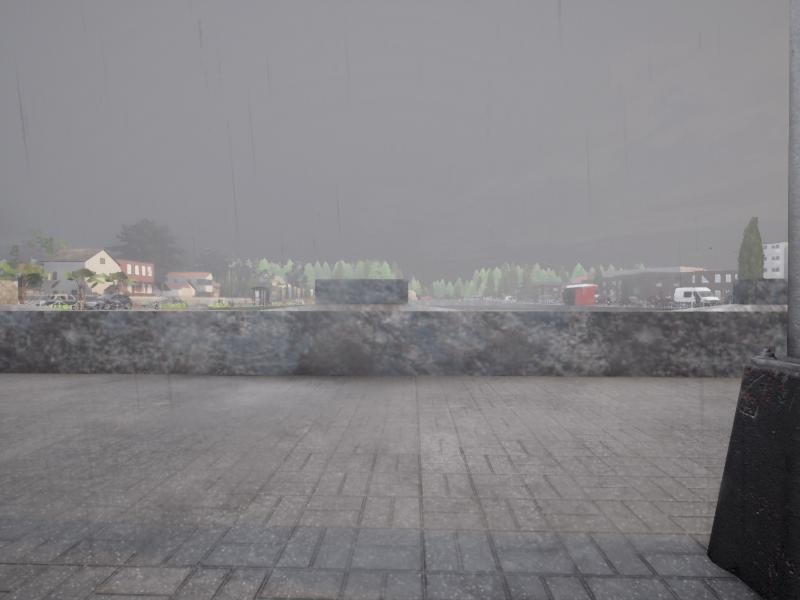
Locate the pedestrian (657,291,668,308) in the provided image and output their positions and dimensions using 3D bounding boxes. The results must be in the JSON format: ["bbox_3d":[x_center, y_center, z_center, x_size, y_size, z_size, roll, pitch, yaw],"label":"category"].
[{"bbox_3d":[28.517,-0.053,43.500,0.751,1.860,0.751,0,0,2],"label":"pedestrian"}]

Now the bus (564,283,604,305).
[{"bbox_3d":[38.101,-1.139,83.307,3.944,4.253,10.273,0,0,2],"label":"bus"}]

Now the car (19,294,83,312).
[{"bbox_3d":[-29.422,0.253,33.891,1.970,1.475,3.806,0,0,2],"label":"car"}]

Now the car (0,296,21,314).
[{"bbox_3d":[-29.630,0.344,27.856,1.895,1.301,4.718,0,0,2],"label":"car"}]

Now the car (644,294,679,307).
[{"bbox_3d":[37.100,0.094,56.978,2.097,1.767,4.553,0,0,2],"label":"car"}]

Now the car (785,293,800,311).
[{"bbox_3d":[36.340,0.201,34.239,1.801,1.575,5.366,0,0,2],"label":"car"}]

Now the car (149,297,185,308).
[{"bbox_3d":[-28.890,0.307,49.746,1.994,1.385,4.181,0,0,2],"label":"car"}]

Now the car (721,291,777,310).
[{"bbox_3d":[36.603,0.052,42.120,1.932,1.855,4.605,0,0,2],"label":"car"}]

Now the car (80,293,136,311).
[{"bbox_3d":[-29.211,0.178,40.270,2.033,1.649,4.856,0,0,2],"label":"car"}]

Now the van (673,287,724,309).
[{"bbox_3d":[36.850,-0.278,49.652,1.988,2.561,5.915,0,0,2],"label":"van"}]
